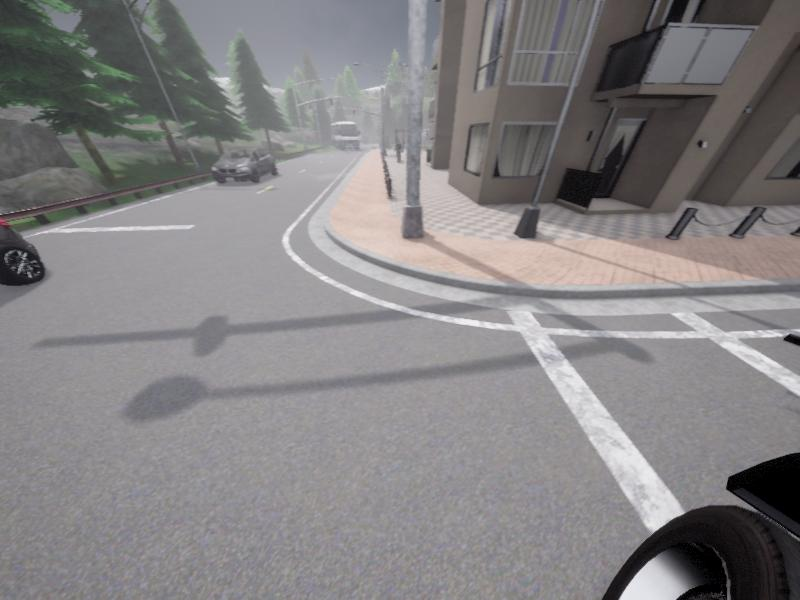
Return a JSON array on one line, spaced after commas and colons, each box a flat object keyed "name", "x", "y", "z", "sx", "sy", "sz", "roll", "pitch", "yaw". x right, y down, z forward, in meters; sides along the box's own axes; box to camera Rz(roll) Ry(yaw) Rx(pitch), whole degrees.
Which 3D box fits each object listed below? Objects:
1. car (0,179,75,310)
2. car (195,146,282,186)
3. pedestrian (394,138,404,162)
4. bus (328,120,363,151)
[{"name": "car", "x": -7.184, "y": -0.020, "z": 2.468, "sx": 2.242, "sy": 1.667, "sz": 4.611, "roll": -15, "pitch": 38, "yaw": -19}, {"name": "car", "x": -9.333, "y": -8.240, "z": 13.987, "sx": 2.242, "sy": 1.667, "sz": 4.611, "roll": -2, "pitch": 36, "yaw": -3}, {"name": "pedestrian", "x": -0.099, "y": -13.786, "z": 21.248, "sx": 0.751, "sy": 1.860, "sz": 0.751, "roll": -3, "pitch": 36, "yaw": -5}, {"name": "bus", "x": -10.457, "y": -31.015, "z": 43.637, "sx": 3.944, "sy": 4.253, "sz": 10.273, "roll": -14, "pitch": 38, "yaw": -18}]
